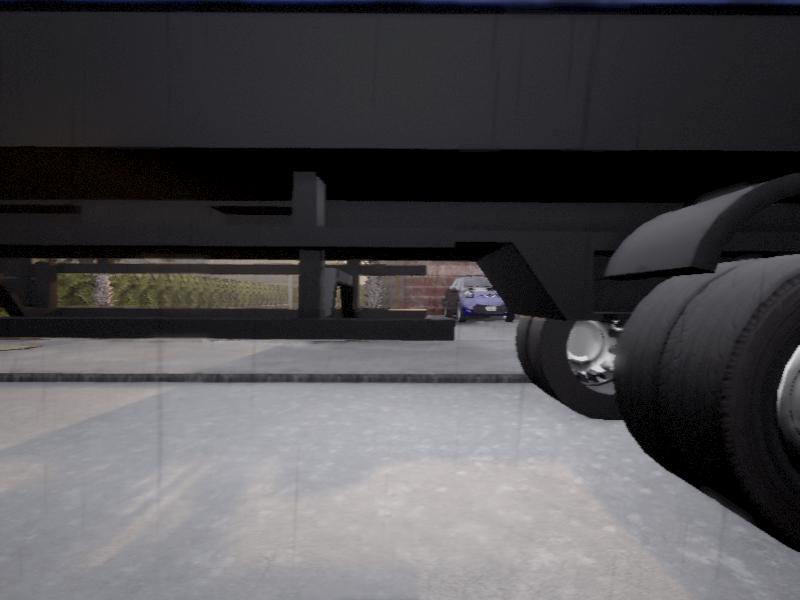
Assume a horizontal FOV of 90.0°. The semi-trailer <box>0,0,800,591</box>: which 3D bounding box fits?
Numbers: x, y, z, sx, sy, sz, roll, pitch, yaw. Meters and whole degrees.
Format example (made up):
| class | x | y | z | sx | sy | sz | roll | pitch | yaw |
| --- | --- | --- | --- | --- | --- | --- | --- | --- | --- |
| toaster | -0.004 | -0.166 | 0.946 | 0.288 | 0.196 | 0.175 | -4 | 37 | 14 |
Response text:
| class | x | y | z | sx | sy | sz | roll | pitch | yaw |
| --- | --- | --- | --- | --- | --- | --- | --- | --- | --- |
| semi-trailer | 0.364 | -1.221 | 2.704 | 14.254 | 4.402 | 2.717 | 0 | 0 | 0 |
